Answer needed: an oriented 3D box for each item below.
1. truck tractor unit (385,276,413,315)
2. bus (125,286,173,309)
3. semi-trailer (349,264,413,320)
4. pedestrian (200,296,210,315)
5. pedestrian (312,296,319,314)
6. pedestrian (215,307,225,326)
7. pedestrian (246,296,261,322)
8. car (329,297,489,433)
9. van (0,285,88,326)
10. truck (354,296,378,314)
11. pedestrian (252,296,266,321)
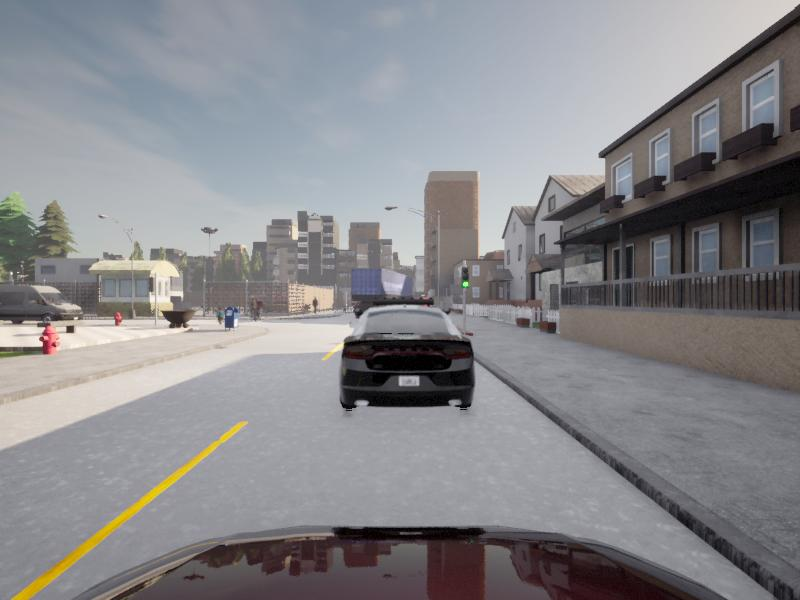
[{"bbox_3d":[-0.097,-0.519,46.660,3.053,4.208,6.516,0,0,0],"label":"truck tractor unit"},{"bbox_3d":[-49.932,-0.531,80.144,3.944,4.253,10.273,1,0,-5],"label":"bus"},{"bbox_3d":[-1.297,-0.622,38.866,2.717,4.402,14.254,0,0,12],"label":"semi-trailer"},{"bbox_3d":[-19.161,0.536,39.316,0.751,1.860,0.751,0,0,-13],"label":"pedestrian"},{"bbox_3d":[-9.118,0.534,43.122,0.751,1.860,0.751,0,0,-9],"label":"pedestrian"},{"bbox_3d":[-10.779,1.001,23.973,0.500,1.100,0.500,0,0,-30],"label":"pedestrian"},{"bbox_3d":[-10.633,0.637,29.025,0.751,1.860,0.751,0,0,1],"label":"pedestrian"},{"bbox_3d":[0.056,0.771,7.431,1.930,1.638,5.238,0,0,-1],"label":"car"},{"bbox_3d":[-24.059,0.322,26.099,5.915,2.561,1.988,0,0,1],"label":"van"},{"bbox_3d":[-4.111,0.542,49.206,2.390,2.098,6.274,0,0,0],"label":"truck"},{"bbox_3d":[-10.593,0.637,30.098,0.751,1.860,0.751,0,0,1],"label":"pedestrian"}]
